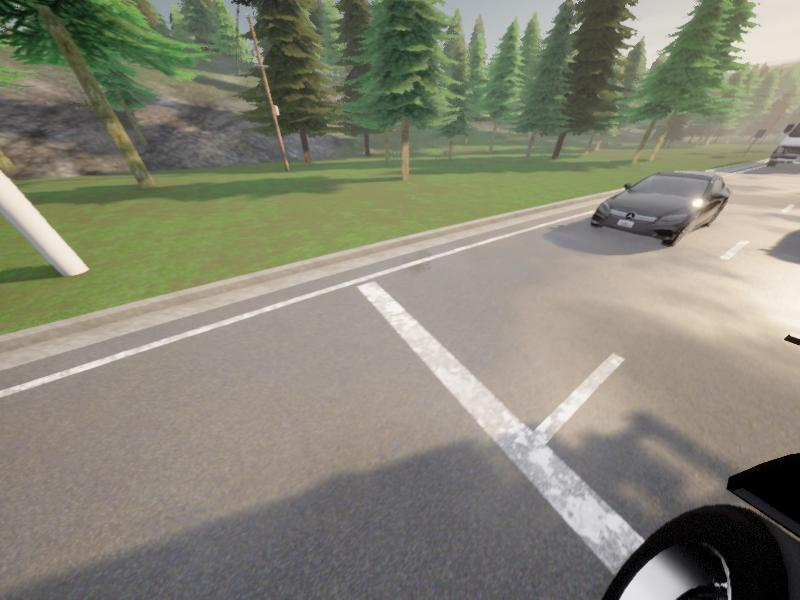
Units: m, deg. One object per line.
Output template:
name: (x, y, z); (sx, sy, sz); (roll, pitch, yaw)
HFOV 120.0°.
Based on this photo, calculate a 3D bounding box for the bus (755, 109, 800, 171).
bus: (34.690, -13.173, 18.557); (10.273, 4.253, 3.944); (-19, 39, -24)

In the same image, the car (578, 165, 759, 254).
car: (7.578, -2.803, 6.542); (4.674, 1.442, 1.812); (-19, 39, -25)
